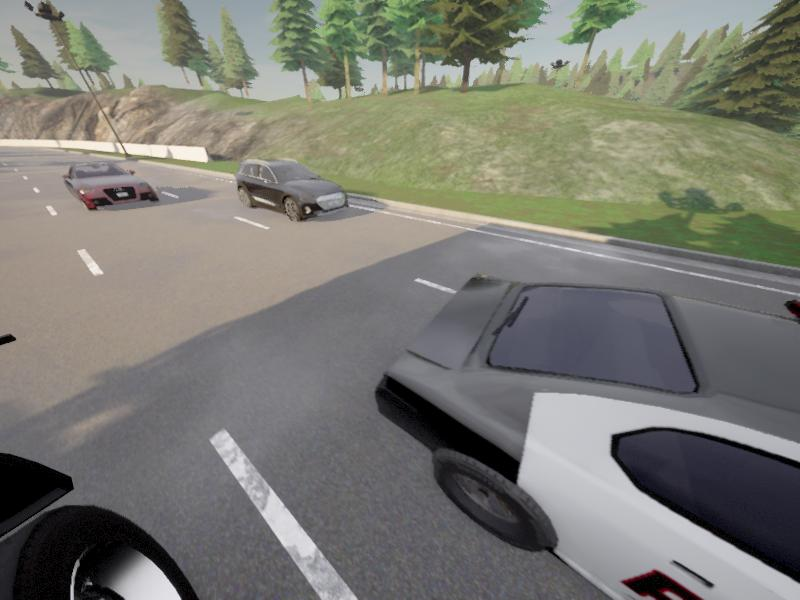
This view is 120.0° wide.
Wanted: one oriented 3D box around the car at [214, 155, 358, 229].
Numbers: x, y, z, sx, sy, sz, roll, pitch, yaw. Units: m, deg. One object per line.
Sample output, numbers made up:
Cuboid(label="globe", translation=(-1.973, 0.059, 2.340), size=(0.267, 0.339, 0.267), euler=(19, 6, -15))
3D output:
Cuboid(label="car", translation=(-4.071, -4.085, 8.275), size=(4.856, 1.649, 2.033), euler=(22, 41, 28))

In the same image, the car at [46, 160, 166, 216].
Cuboid(label="car", translation=(-11.682, -4.618, 9.193), size=(4.181, 1.385, 1.994), euler=(22, 41, 28))

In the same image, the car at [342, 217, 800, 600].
Cuboid(label="car", translation=(2.316, 1.020, 1.159), size=(4.974, 1.542, 2.038), euler=(22, 41, 28))
